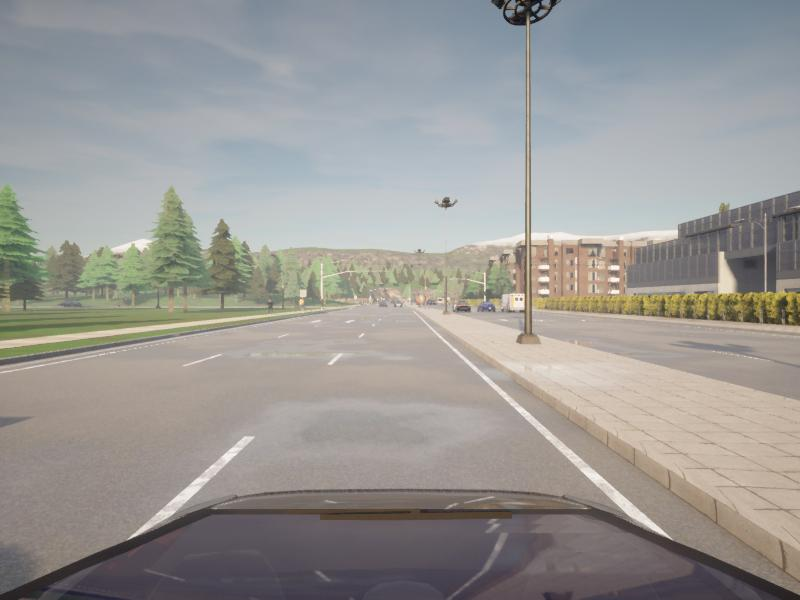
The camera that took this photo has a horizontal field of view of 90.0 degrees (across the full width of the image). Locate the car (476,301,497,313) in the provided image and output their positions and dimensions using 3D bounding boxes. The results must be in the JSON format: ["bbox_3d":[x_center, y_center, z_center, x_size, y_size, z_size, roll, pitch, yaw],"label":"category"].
[{"bbox_3d":[11.755,0.918,54.568,1.812,1.442,4.674,0,0,0],"label":"car"}]

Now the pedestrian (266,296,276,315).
[{"bbox_3d":[-12.464,0.519,38.593,0.751,1.860,0.751,0,0,2],"label":"pedestrian"}]

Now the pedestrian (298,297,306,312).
[{"bbox_3d":[-12.184,0.529,49.810,0.751,1.860,0.751,0,0,2],"label":"pedestrian"}]

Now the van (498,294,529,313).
[{"bbox_3d":[15.255,0.426,54.148,2.351,2.431,6.366,0,0,0],"label":"van"}]

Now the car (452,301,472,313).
[{"bbox_3d":[8.250,0.874,53.841,2.038,1.542,4.974,0,0,1],"label":"car"}]
